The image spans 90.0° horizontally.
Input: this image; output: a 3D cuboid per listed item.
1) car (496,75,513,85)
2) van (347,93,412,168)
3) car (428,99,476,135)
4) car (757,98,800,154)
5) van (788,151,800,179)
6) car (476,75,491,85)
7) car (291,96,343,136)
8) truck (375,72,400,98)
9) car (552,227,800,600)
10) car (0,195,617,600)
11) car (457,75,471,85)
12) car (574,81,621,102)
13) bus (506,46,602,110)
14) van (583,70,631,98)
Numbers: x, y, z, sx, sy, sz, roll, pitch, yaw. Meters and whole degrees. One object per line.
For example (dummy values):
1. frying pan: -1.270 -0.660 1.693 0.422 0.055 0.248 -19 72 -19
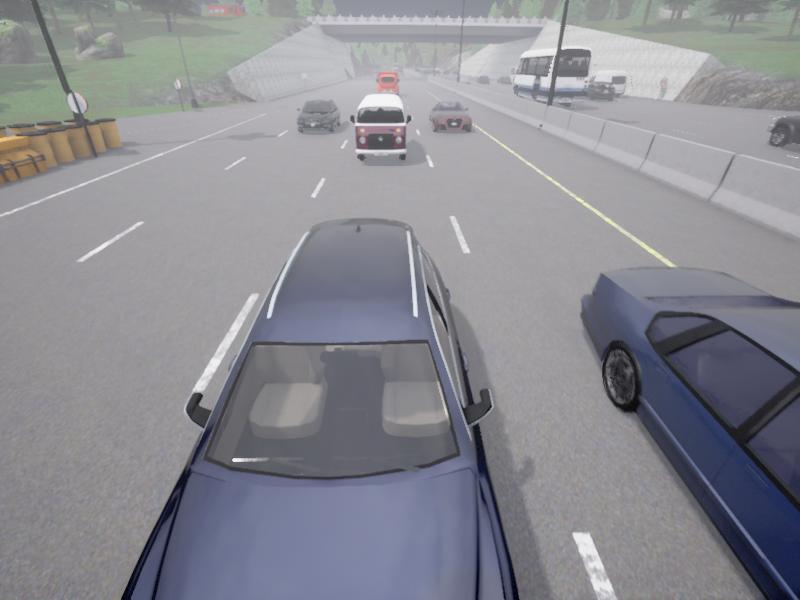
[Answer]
1. car: 19.019 -40.058 72.910 1.816 1.474 4.193 -1 30 -1
2. van: -0.682 -6.529 15.115 2.069 2.038 4.480 -1 30 -1
3. car: 2.675 -9.969 21.650 1.994 1.385 4.181 -1 30 -1
4. car: 16.821 -6.520 15.259 1.932 1.855 4.605 -1 30 -1
5. van: 13.431 -3.708 10.299 2.069 2.038 4.480 -1 30 -1
6. car: 15.478 -41.072 74.642 1.816 1.474 4.193 -1 30 -1
7. car: -4.326 -10.012 21.600 1.837 1.490 4.892 -1 30 -1
8. truck: -1.345 -23.921 44.390 2.627 2.467 5.204 -1 30 -1
9. car: 3.101 1.127 2.684 2.033 1.411 5.357 -1 30 -1
10. car: -0.402 0.628 3.304 2.033 1.649 4.856 -1 30 -1
11. car: 11.960 -41.504 75.408 1.812 1.442 4.674 -1 30 -1
12. car: 19.754 -21.069 40.303 2.242 1.667 4.611 -1 31 -1
13. bus: 12.741 -19.387 34.876 3.944 4.253 10.273 -1 30 -1
14. van: 23.145 -24.395 45.122 1.988 2.561 5.915 -1 31 -1
